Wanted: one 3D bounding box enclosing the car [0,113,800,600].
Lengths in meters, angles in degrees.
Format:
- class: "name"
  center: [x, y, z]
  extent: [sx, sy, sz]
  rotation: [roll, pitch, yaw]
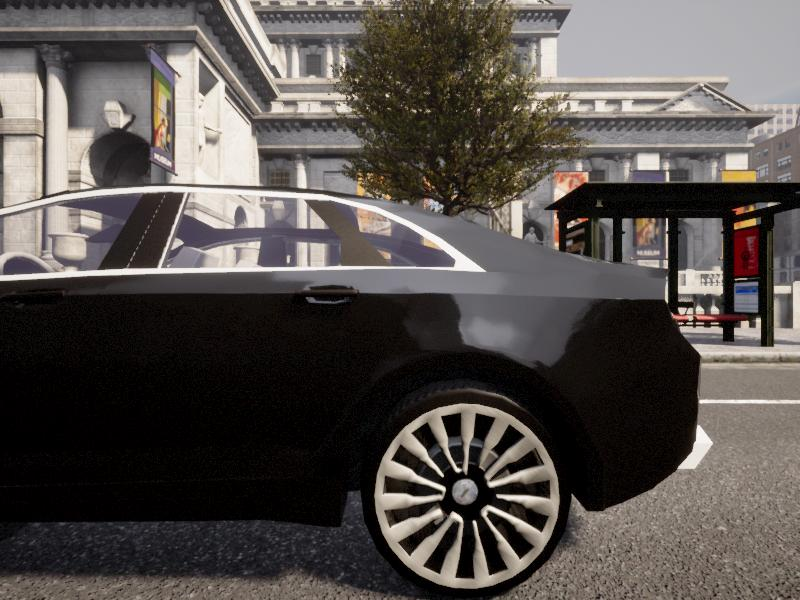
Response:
- class: "car"
  center: [-1.169, 0.236, 2.211]
  extent: [4.902, 1.511, 2.128]
  rotation: [0, 0, 1]
